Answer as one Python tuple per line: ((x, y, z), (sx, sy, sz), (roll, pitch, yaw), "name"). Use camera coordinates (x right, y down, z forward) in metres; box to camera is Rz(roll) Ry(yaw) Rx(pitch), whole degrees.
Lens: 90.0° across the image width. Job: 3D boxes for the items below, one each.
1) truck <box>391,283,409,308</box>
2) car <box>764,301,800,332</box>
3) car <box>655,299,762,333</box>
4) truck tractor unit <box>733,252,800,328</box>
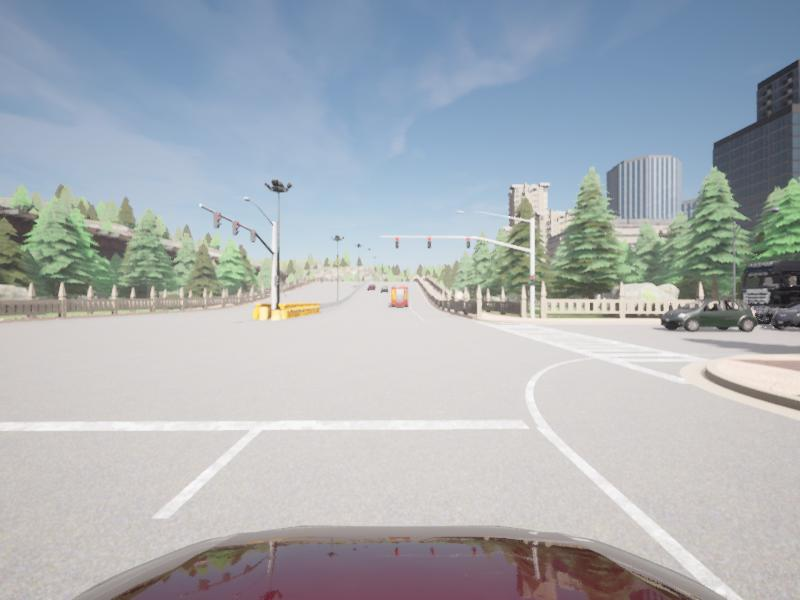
((-0.049, -0.948, 70.040), (2.891, 3.827, 8.468), (0, 4, 0), "truck")
((21.143, 0.810, 20.329), (3.633, 1.501, 1.845), (0, 0, 0), "car")
((15.547, 0.771, 20.309), (3.988, 1.617, 1.851), (0, 0, 0), "car")
((24.404, -0.546, 23.838), (6.516, 4.208, 3.053), (0, 0, 0), "truck tractor unit")
